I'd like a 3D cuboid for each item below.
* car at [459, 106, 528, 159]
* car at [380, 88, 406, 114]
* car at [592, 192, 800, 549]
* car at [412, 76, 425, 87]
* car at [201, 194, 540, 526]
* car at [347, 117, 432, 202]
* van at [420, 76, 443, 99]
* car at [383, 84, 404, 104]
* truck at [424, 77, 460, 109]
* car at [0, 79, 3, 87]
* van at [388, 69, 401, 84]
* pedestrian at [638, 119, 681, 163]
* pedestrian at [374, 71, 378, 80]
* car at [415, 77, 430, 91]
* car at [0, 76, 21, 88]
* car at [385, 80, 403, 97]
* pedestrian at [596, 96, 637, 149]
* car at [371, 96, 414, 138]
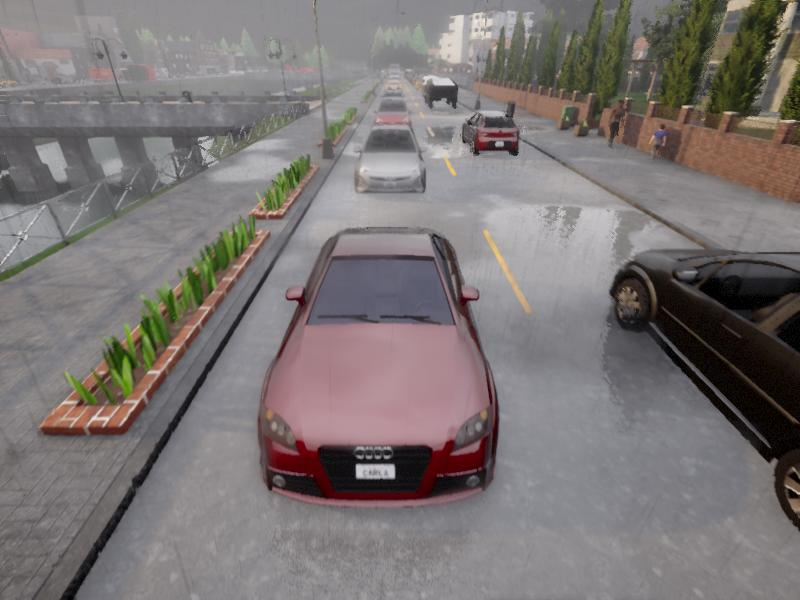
[{"bbox_3d":[3.663,-7.013,16.494,1.816,1.474,4.193,0,30,-1],"label":"car"},{"bbox_3d":[-0.512,-15.104,30.300,1.816,1.474,4.193,0,30,-1],"label":"car"},{"bbox_3d":[3.814,0.314,3.862,1.851,1.617,3.988,0,30,-1],"label":"car"},{"bbox_3d":[3.059,-37.126,67.913,1.970,1.475,3.806,0,30,-1],"label":"car"},{"bbox_3d":[-0.174,0.073,4.506,1.994,1.385,4.181,0,30,0],"label":"car"},{"bbox_3d":[-0.268,-4.315,11.837,2.007,1.525,4.514,0,30,0],"label":"car"},{"bbox_3d":[3.350,-22.918,43.072,2.069,2.038,4.480,0,30,-1],"label":"van"},{"bbox_3d":[-0.586,-19.536,37.809,1.845,1.501,3.633,0,30,0],"label":"car"},{"bbox_3d":[3.455,-17.750,34.201,2.390,2.098,6.274,0,30,-1],"label":"truck"},{"bbox_3d":[-66.591,-34.752,63.753,1.837,1.490,4.892,0,30,-1],"label":"car"},{"bbox_3d":[-1.076,-44.149,78.911,2.351,2.431,6.366,0,30,-1],"label":"van"},{"bbox_3d":[8.955,-5.519,13.868,0.751,1.300,0.751,7,31,12],"label":"pedestrian"},{"bbox_3d":[-5.398,-51.033,90.973,0.751,1.860,0.751,8,31,13],"label":"pedestrian"},{"bbox_3d":[3.184,-30.896,57.145,1.801,1.575,5.366,0,30,-1],"label":"car"},{"bbox_3d":[-62.575,-34.030,62.485,1.801,1.575,5.366,0,30,-1],"label":"car"},{"bbox_3d":[-0.687,-24.505,46.280,1.882,1.535,5.008,0,30,0],"label":"car"},{"bbox_3d":[8.615,-7.087,15.990,0.751,1.860,0.751,1,30,1],"label":"pedestrian"},{"bbox_3d":[-0.373,-9.651,20.942,2.007,1.525,4.514,0,30,0],"label":"car"}]
